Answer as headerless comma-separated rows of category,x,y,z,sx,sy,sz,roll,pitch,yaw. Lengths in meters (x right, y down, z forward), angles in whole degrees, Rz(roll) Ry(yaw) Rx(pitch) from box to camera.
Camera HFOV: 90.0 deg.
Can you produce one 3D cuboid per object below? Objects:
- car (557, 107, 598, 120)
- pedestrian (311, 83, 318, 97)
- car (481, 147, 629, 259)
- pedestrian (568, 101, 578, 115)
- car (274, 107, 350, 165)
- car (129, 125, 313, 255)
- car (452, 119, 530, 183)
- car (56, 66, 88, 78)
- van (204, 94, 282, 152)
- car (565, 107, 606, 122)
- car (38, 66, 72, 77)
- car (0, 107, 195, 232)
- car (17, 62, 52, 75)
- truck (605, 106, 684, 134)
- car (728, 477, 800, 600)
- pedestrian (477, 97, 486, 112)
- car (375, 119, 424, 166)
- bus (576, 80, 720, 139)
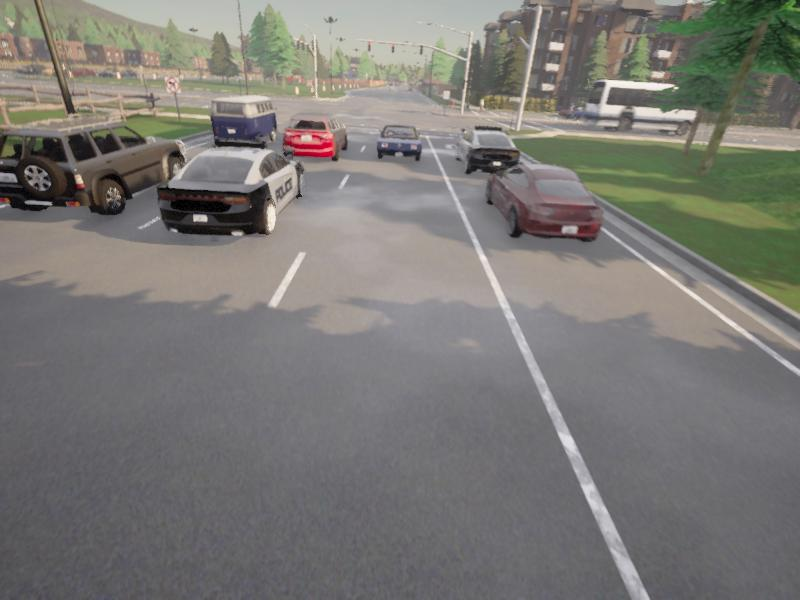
car,24.341,-25.668,55.011,4.718,1.301,1.895,3,29,-2
pedestrian,-12.845,-31.494,60.015,0.751,1.860,0.751,5,29,2
car,3.436,-2.658,10.008,1.812,1.442,4.674,3,29,-2
pedestrian,26.361,-29.312,60.990,0.751,1.860,0.751,5,29,2
car,-3.513,-7.073,16.985,2.242,1.667,4.611,3,29,-2
car,-3.540,-2.863,9.292,1.930,1.638,5.238,3,29,-1
car,3.472,-6.273,16.436,1.930,1.638,5.238,3,29,-2
car,-61.131,-42.615,74.724,2.097,1.767,4.553,3,29,-2
van,-6.989,-8.276,18.419,1.775,1.987,4.442,3,29,-2
car,23.989,-24.088,51.882,4.193,1.474,1.816,3,29,-2
car,-64.632,-42.909,75.075,1.801,1.575,5.366,3,29,-2
car,-7.026,-3.328,9.460,1.932,1.855,4.605,3,29,-2
car,-68.116,-43.121,74.672,1.932,1.855,4.605,3,29,-2
truck,25.358,-18.788,41.686,6.274,2.098,2.390,3,29,-2
car,3.413,2.538,0.271,1.930,1.638,5.238,3,29,-1
pedestrian,11.036,-26.468,54.148,0.751,1.860,0.751,1,29,-6
car,-0.026,-7.258,18.159,1.895,1.301,4.718,3,29,-2
bus,23.193,-18.227,38.129,10.273,4.253,3.944,3,29,-2
